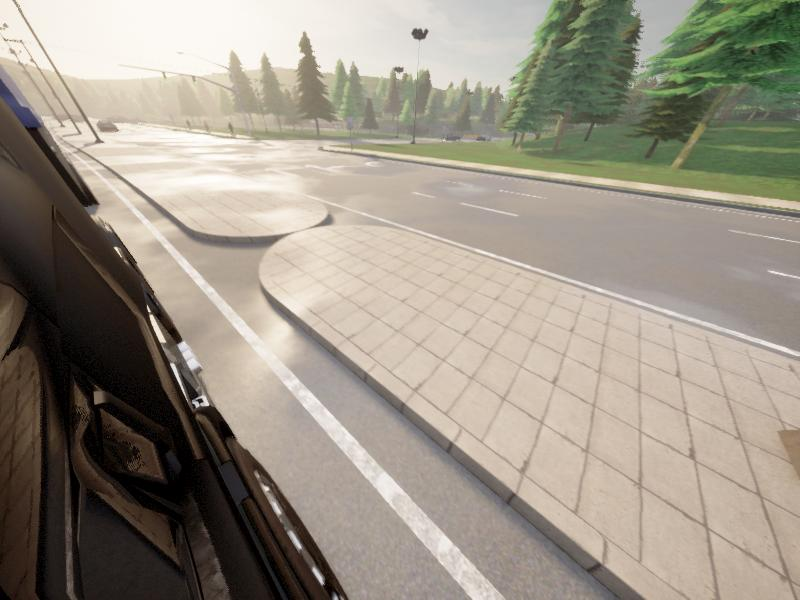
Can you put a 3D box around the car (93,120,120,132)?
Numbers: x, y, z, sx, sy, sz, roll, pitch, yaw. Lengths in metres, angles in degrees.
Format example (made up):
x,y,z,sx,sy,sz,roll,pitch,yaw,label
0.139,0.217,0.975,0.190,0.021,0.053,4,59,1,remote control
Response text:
x,y,z,sx,sy,sz,roll,pitch,yaw,label
-48.329,-28.688,38.004,4.181,1.385,1.994,28,44,30,car

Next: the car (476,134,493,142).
x,y,z,sx,sy,sz,roll,pitch,yaw,label
21.754,-41.551,59.170,2.038,1.542,4.974,29,44,30,car

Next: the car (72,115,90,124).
x,y,z,sx,sy,sz,roll,pitch,yaw,label
-87.562,-49.558,63.383,5.027,1.651,2.152,28,44,30,car

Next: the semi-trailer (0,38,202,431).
x,y,z,sx,sy,sz,roll,pitch,yaw,label
-8.745,-3.562,4.197,14.254,4.402,2.717,28,43,29,semi-trailer

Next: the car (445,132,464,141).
x,y,z,sx,sy,sz,roll,pitch,yaw,label
12.893,-38.865,55.011,2.033,1.649,4.856,29,44,30,car

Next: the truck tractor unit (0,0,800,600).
x,y,z,sx,sy,sz,roll,pitch,yaw,label
-2.645,-0.295,0.351,6.516,4.208,3.053,28,44,30,truck tractor unit

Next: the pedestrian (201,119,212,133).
x,y,z,sx,sy,sz,roll,pitch,yaw,label
-35.262,-31.686,42.079,0.751,1.860,0.751,29,44,31,pedestrian

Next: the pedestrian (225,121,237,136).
x,y,z,sx,sy,sz,roll,pitch,yaw,label
-26.412,-26.798,36.066,0.751,1.860,0.751,29,44,31,pedestrian
